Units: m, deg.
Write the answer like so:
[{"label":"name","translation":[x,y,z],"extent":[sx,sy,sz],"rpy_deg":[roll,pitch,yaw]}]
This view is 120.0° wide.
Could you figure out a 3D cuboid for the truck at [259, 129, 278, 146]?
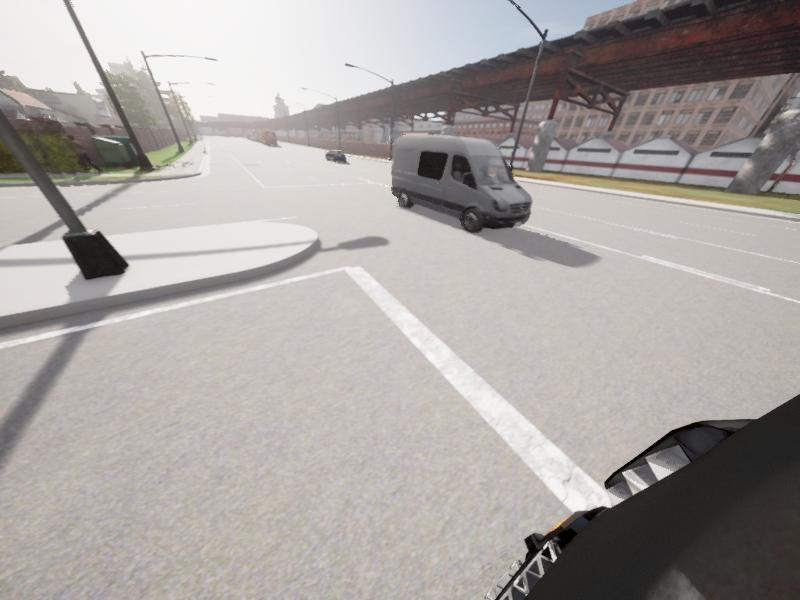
[{"label":"truck","translation":[-38.861,-48.025,68.312],"extent":[2.891,3.827,8.468],"rpy_deg":[-18,40,-29]}]

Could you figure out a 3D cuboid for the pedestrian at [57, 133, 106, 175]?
[{"label":"pedestrian","translation":[-17.360,-7.983,12.674],"extent":[0.751,1.860,0.751],"rpy_deg":[-21,40,-31]}]

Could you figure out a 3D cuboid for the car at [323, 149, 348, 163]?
[{"label":"car","translation":[-9.232,-20.599,32.992],"extent":[1.970,1.475,3.806],"rpy_deg":[-18,39,-29]}]

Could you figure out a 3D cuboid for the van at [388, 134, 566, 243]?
[{"label":"van","translation":[1.965,-4.414,8.468],"extent":[1.988,2.561,5.915],"rpy_deg":[-18,39,-29]}]
